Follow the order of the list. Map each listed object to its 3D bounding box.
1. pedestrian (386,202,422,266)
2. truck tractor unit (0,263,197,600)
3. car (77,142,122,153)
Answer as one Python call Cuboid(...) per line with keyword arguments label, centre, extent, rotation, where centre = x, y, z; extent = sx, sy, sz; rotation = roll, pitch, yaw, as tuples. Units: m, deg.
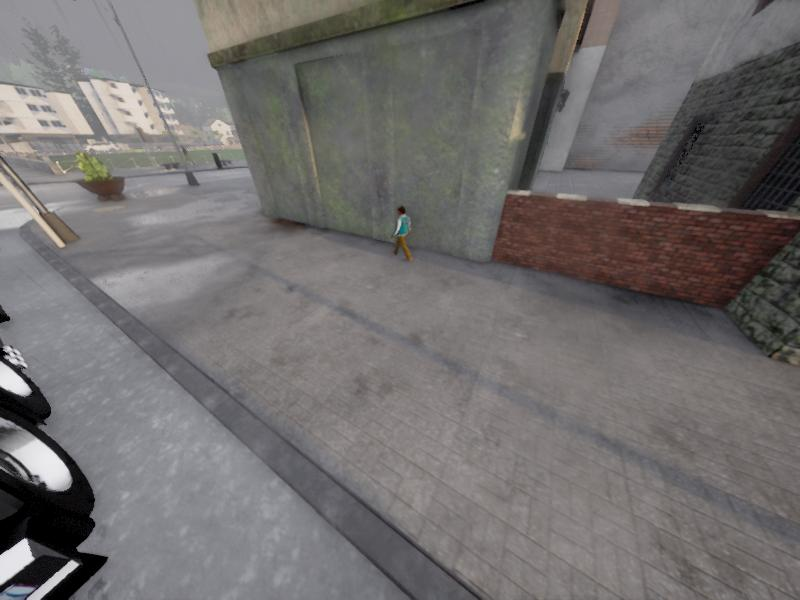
Cuboid(label="pedestrian", centre=(0.088, -1.366, 4.769), extent=(0.500, 1.100, 0.500), rotation=(23, 41, 30))
Cuboid(label="truck tractor unit", centre=(-5.109, -0.303, 0.782), extent=(6.516, 4.208, 3.053), rotation=(18, 39, 24))
Cuboid(label="car", centre=(-68.240, -34.731, 52.586), extent=(2.150, 2.045, 5.566), rotation=(18, 39, 24))
